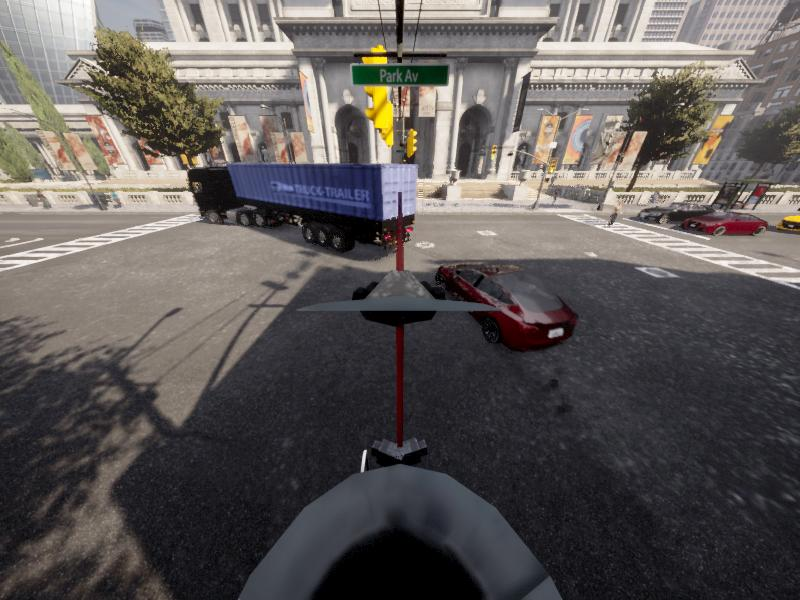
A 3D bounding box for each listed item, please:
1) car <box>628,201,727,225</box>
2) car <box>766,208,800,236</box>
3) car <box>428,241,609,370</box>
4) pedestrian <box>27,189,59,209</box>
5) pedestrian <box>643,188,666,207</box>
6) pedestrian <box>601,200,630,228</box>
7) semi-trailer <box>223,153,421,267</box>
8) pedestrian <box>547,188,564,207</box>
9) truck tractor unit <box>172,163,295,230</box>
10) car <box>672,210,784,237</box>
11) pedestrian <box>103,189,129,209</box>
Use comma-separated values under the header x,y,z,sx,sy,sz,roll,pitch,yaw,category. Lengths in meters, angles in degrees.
x,y,z,sx,sy,sz,roll,pitch,yaw,category
22.288,-7.079,18.754,4.902,1.511,2.128,0,30,0,car
29.322,-5.336,15.709,5.008,1.535,1.882,0,30,0,car
2.840,-0.349,7.130,2.163,1.488,4.792,-8,31,-14,car
-36.615,-10.352,23.722,0.751,1.860,0.751,-1,30,-1,pedestrian
27.442,-11.029,24.894,0.751,1.860,0.751,2,30,4,pedestrian
15.970,-6.391,17.166,0.751,1.860,0.751,9,31,14,pedestrian
-5.620,-6.104,14.137,14.254,4.402,2.717,20,35,31,semi-trailer
16.821,-11.096,25.011,0.751,1.860,0.751,-3,30,-5,pedestrian
-12.297,-8.042,17.699,6.516,4.208,3.053,7,31,13,truck tractor unit
22.117,-5.268,15.761,4.181,1.385,1.994,0,30,0,car
-29.324,-10.443,23.880,0.751,1.860,0.751,2,30,4,pedestrian
